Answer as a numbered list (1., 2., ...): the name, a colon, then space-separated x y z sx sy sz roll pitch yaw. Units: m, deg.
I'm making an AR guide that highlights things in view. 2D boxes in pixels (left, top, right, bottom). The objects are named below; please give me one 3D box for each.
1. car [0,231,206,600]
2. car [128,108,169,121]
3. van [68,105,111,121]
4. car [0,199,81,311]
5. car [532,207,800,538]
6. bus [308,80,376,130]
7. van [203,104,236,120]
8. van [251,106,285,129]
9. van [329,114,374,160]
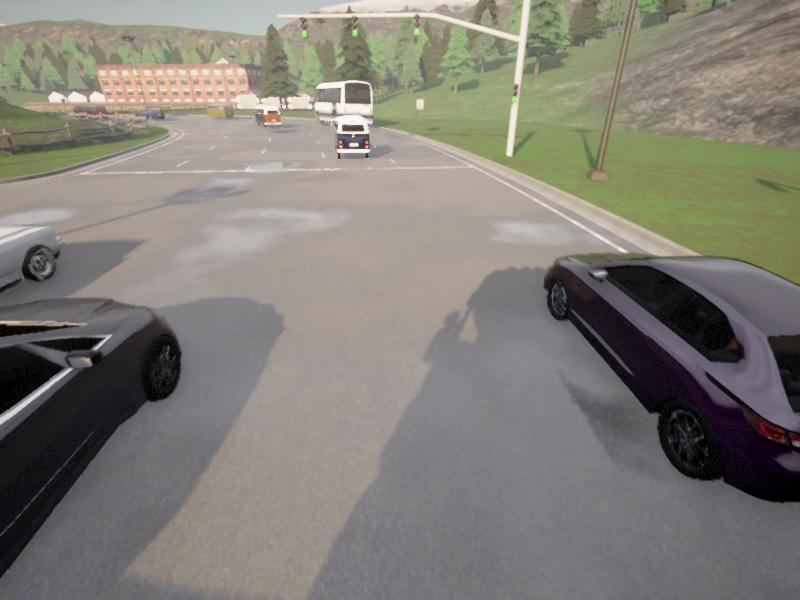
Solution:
1. car: -3.609 1.027 2.842 2.242 1.667 4.611 -1 27 -2
2. car: -35.056 -25.857 55.764 4.792 1.488 2.163 11 29 21
3. van: -42.563 -25.641 54.830 4.442 1.987 1.775 6 28 12
4. car: -7.297 -0.220 5.713 1.895 1.301 4.718 -2 27 -3
5. car: 3.258 0.194 4.640 1.816 1.474 4.193 -2 27 -3
6. bus: -6.420 -20.879 42.808 3.944 4.253 10.273 -11 29 -24
7. van: -26.411 -27.554 58.463 4.442 1.987 1.775 15 31 27
8. van: -14.221 -19.654 42.899 2.069 2.038 4.480 -15 31 -29
9. van: -2.801 -9.291 22.587 2.069 2.038 4.480 -4 28 -10
